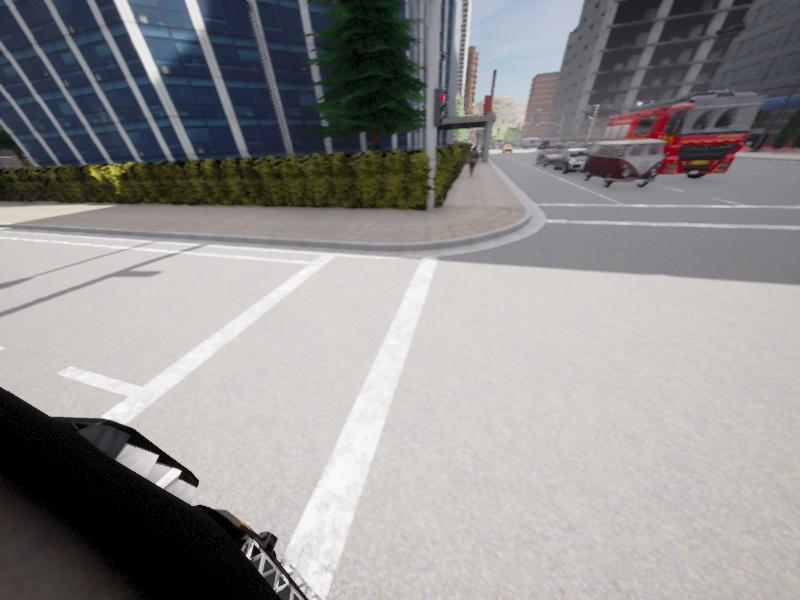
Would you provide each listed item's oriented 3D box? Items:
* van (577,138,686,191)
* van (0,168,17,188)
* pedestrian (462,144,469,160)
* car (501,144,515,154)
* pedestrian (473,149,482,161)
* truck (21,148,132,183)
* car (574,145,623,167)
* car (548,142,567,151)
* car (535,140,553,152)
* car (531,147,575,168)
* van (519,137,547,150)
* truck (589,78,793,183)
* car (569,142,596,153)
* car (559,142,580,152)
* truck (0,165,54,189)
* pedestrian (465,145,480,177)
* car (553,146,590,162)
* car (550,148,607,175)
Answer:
[{"bbox_3d":[11.320,-7.056,11.889,1.775,1.987,4.442,6,35,13],"label":"van"},{"bbox_3d":[-50.326,-14.241,27.343,1.775,1.987,4.442,6,35,14],"label":"van"},{"bbox_3d":[9.171,-20.592,32.202,0.751,1.860,0.751,6,35,12],"label":"pedestrian"},{"bbox_3d":[23.212,-32.695,49.927,1.882,1.535,5.008,6,35,13],"label":"car"},{"bbox_3d":[10.352,-19.305,30.682,0.751,1.300,0.751,20,40,30],"label":"pedestrian"},{"bbox_3d":[-47.782,-20.442,34.810,2.891,3.827,8.468,6,35,14],"label":"truck"},{"bbox_3d":[17.760,-13.121,20.924,1.845,1.501,3.633,6,35,13],"label":"car"},{"bbox_3d":[34.227,-33.467,50.240,1.882,1.535,5.008,6,35,13],"label":"car"},{"bbox_3d":[29.956,-32.068,48.145,1.905,1.878,3.866,6,35,13],"label":"car"},{"bbox_3d":[14.528,-13.760,22.257,2.033,1.411,5.357,6,35,13],"label":"car"},{"bbox_3d":[36.676,-43.297,63.886,5.915,2.561,1.988,6,35,14],"label":"van"},{"bbox_3d":[15.808,-9.952,14.236,2.891,3.827,8.468,6,35,13],"label":"truck"},{"bbox_3d":[30.672,-25.745,38.943,1.837,1.490,4.892,6,35,14],"label":"car"},{"bbox_3d":[32.359,-29.380,44.293,1.970,1.475,3.806,6,35,13],"label":"car"},{"bbox_3d":[-46.766,-14.294,27.047,2.390,2.098,6.274,6,35,14],"label":"truck"},{"bbox_3d":[5.069,-9.687,16.121,0.751,1.860,0.751,6,35,14],"label":"pedestrian"},{"bbox_3d":[19.499,-16.840,26.528,1.994,1.385,4.181,6,35,13],"label":"car"},{"bbox_3d":[12.911,-10.275,17.068,1.970,1.475,3.806,6,35,14],"label":"car"}]
